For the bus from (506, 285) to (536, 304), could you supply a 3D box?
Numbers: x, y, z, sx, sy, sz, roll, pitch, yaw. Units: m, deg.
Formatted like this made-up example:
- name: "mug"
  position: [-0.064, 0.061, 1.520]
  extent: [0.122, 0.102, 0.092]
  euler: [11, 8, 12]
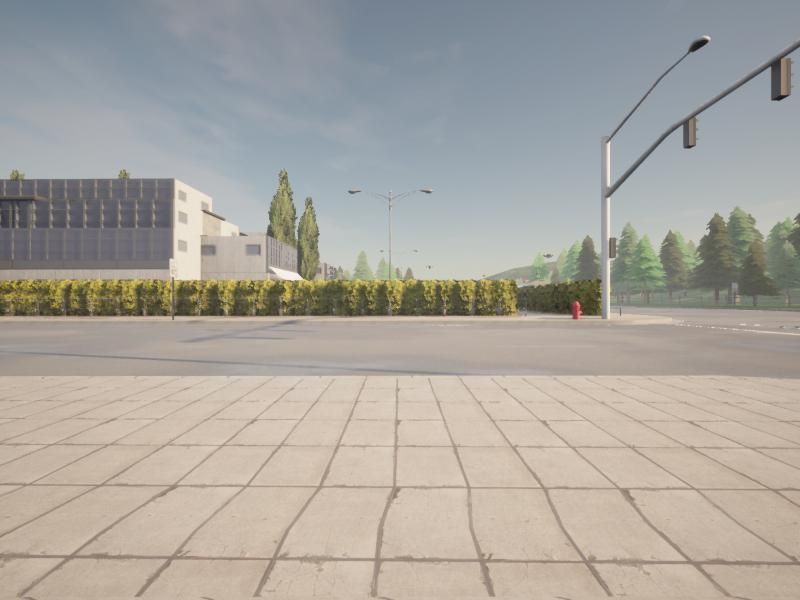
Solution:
- name: "bus"
  position: [27.583, -1.162, 91.813]
  extent: [3.944, 4.253, 10.273]
  euler: [0, 0, 1]
